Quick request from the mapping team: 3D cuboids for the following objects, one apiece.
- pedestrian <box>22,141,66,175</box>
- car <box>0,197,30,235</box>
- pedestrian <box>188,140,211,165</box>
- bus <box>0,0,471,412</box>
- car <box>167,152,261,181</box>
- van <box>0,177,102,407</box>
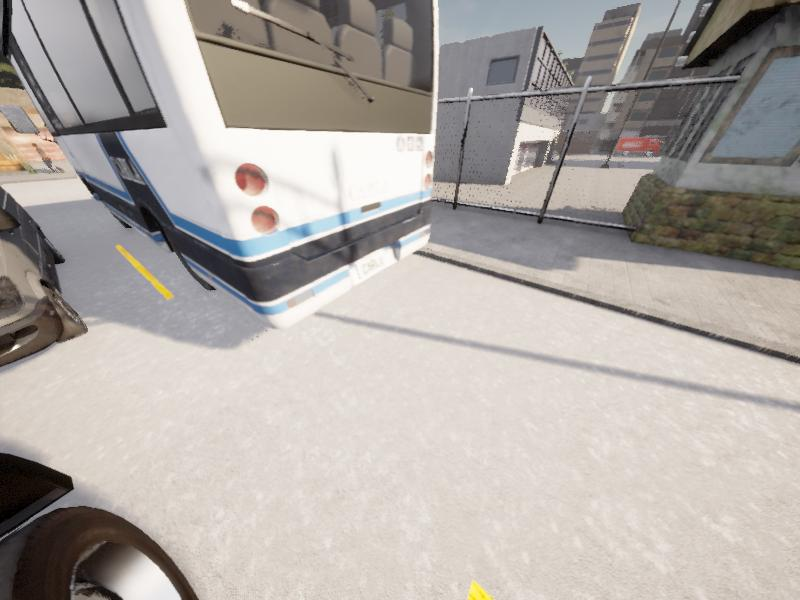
[{"bbox_3d":[-23.405,-9.363,15.228,0.751,1.860,0.751,22,40,27],"label":"pedestrian"},{"bbox_3d":[-12.854,-2.678,6.286,3.705,1.549,1.789,15,38,20],"label":"car"},{"bbox_3d":[-18.600,-13.715,21.459,0.751,1.860,0.751,24,42,30],"label":"pedestrian"},{"bbox_3d":[-4.444,-3.272,4.847,10.273,4.253,3.944,22,41,29],"label":"bus"},{"bbox_3d":[-12.609,-9.427,16.117,1.895,1.301,4.718,15,38,20],"label":"car"},{"bbox_3d":[-6.601,-0.854,2.896,5.915,2.561,1.988,23,41,30],"label":"van"}]
